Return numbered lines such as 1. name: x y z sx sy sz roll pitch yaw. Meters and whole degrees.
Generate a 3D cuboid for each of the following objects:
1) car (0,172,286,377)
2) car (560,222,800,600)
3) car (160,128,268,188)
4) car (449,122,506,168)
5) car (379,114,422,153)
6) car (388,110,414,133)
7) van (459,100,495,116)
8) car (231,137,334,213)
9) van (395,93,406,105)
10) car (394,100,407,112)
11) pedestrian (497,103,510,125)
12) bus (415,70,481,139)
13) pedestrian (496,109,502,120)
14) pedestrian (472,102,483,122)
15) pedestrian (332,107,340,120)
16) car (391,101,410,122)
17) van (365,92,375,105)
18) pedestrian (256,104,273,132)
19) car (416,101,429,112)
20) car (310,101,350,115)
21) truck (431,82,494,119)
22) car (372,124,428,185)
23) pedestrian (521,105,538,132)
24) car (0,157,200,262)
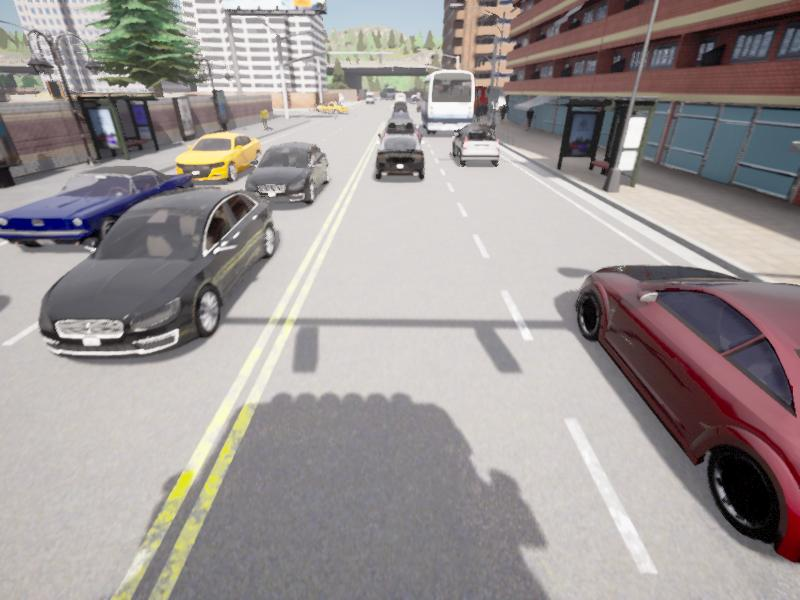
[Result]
1. car: -3.482 -0.881 6.547 1.837 1.490 4.892 0 28 0
2. car: 3.513 0.488 4.116 1.994 1.385 4.181 0 28 0
3. car: -6.975 -5.760 15.782 1.882 1.535 5.008 0 28 0
4. car: 3.531 -7.442 18.979 1.851 1.617 3.988 0 28 0
5. car: 0.031 -9.857 23.498 2.242 1.667 4.611 0 28 0
6. car: 0.043 -15.176 33.937 2.033 1.411 5.357 0 28 0
7. van: 10.442 -26.154 54.507 4.442 1.987 1.775 0 25 1
8. car: -3.479 -4.229 12.932 1.837 1.490 4.892 0 28 0
9. van: 0.102 -47.538 94.528 2.351 2.431 6.366 0 28 0
10. car: 0.073 -32.044 65.957 2.038 1.542 4.974 0 28 0
11. pedestrian: 9.582 -17.174 36.926 0.751 1.860 0.751 -2 28 -5
12. bus: 3.424 -15.811 32.096 3.944 4.253 10.273 0 28 0
13. pedestrian: 10.781 -20.164 43.453 0.500 1.100 0.500 6 28 10
14. pedestrian: 7.803 -18.961 40.321 0.751 1.860 0.751 -5 28 -10
15. pedestrian: -7.219 -20.984 45.014 0.751 1.300 0.751 0 28 0
16. car: 0.051 -20.810 44.147 1.905 1.878 3.866 0 28 0
17. van: -6.905 -46.942 93.190 1.988 2.561 5.915 0 28 0
18. pedestrian: -10.341 -13.905 30.565 0.751 1.860 0.751 2 28 3
19. car: 3.569 -30.521 63.169 1.812 1.442 4.674 0 28 0
20. car: -9.965 -27.334 56.858 5.366 1.575 1.801 11 30 20
21. truck: 7.888 -24.856 49.809 8.468 3.827 2.891 -25 37 -38
22. car: 0.015 -6.109 16.380 1.930 1.638 5.238 0 28 0
23. pedestrian: 9.902 -13.855 30.597 0.751 1.860 0.751 0 28 0
24. car: -6.982 -2.434 9.700 1.895 1.301 4.718 0 28 0
